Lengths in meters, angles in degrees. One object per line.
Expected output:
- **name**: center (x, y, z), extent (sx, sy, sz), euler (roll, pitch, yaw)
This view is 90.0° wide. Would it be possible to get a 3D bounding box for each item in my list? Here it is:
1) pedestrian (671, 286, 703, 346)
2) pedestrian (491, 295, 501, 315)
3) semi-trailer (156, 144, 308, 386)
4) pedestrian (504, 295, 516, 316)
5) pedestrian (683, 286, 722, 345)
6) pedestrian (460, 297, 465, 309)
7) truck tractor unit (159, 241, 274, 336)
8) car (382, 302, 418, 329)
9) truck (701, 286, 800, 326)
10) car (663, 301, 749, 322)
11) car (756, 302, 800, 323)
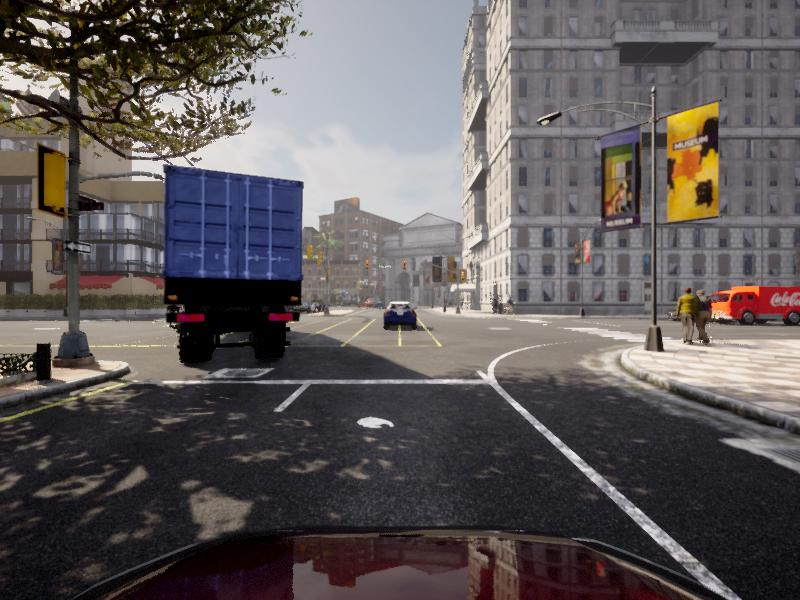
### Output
- **pedestrian**: center (9.210, 0.485, 12.836), extent (0.751, 1.860, 0.751), euler (0, 0, 44)
- **pedestrian**: center (9.422, 0.484, 39.392), extent (0.751, 1.860, 0.751), euler (0, 0, -8)
- **semi-trailer**: center (-6.001, -0.623, 14.366), extent (2.717, 4.402, 14.254), euler (0, 0, -23)
- **pedestrian**: center (9.859, 0.484, 35.788), extent (0.751, 1.860, 0.751), euler (0, 0, -37)
- **pedestrian**: center (9.815, 0.485, 12.989), extent (0.751, 1.860, 0.751), euler (0, 0, 11)
- **pedestrian**: center (10.033, 0.484, 64.258), extent (0.751, 1.860, 0.751), euler (0, 0, 2)
- **truck tractor unit**: center (-9.825, -0.522, 21.130), extent (6.516, 4.208, 3.053), euler (0, 0, 41)
- **car**: center (0.008, 0.853, 23.776), extent (1.970, 1.475, 3.806), euler (0, 0, 0)
- **truck**: center (23.036, 0.356, 25.821), extent (5.204, 2.467, 2.627), euler (0, 0, -1)
- **car**: center (22.330, 0.844, 29.310), extent (4.892, 1.490, 1.837), euler (0, 0, 0)
- **car**: center (29.673, 0.894, 29.345), extent (5.357, 1.411, 2.033), euler (0, 0, 0)
